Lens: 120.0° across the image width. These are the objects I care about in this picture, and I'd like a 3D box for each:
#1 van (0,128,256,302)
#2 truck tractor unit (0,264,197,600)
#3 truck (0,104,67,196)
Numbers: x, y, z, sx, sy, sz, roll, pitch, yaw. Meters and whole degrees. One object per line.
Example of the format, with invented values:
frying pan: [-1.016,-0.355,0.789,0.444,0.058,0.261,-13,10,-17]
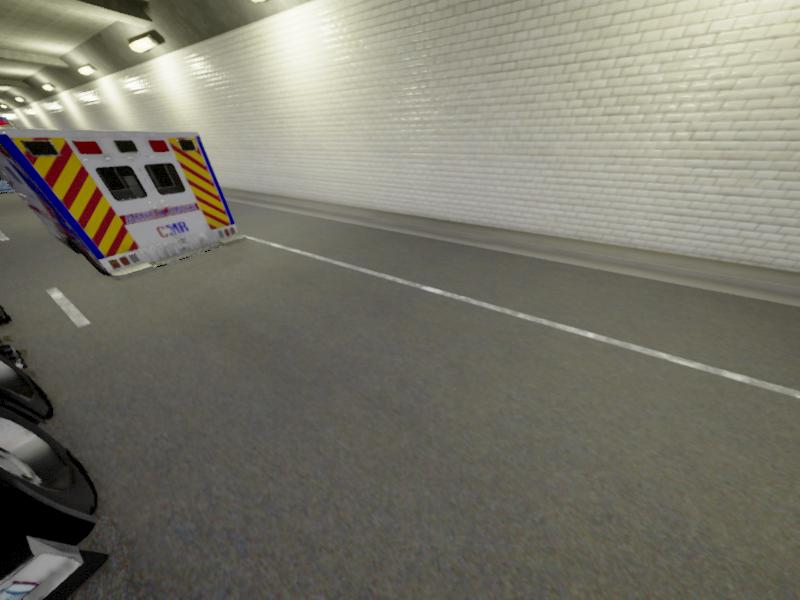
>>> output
van: [-6.888,-2.453,5.475,6.366,2.431,2.351,18,39,24]
truck tractor unit: [-5.119,-0.292,0.779,6.516,4.208,3.053,18,39,24]
truck: [-24.049,-8.616,13.277,8.468,3.827,2.891,18,39,24]
